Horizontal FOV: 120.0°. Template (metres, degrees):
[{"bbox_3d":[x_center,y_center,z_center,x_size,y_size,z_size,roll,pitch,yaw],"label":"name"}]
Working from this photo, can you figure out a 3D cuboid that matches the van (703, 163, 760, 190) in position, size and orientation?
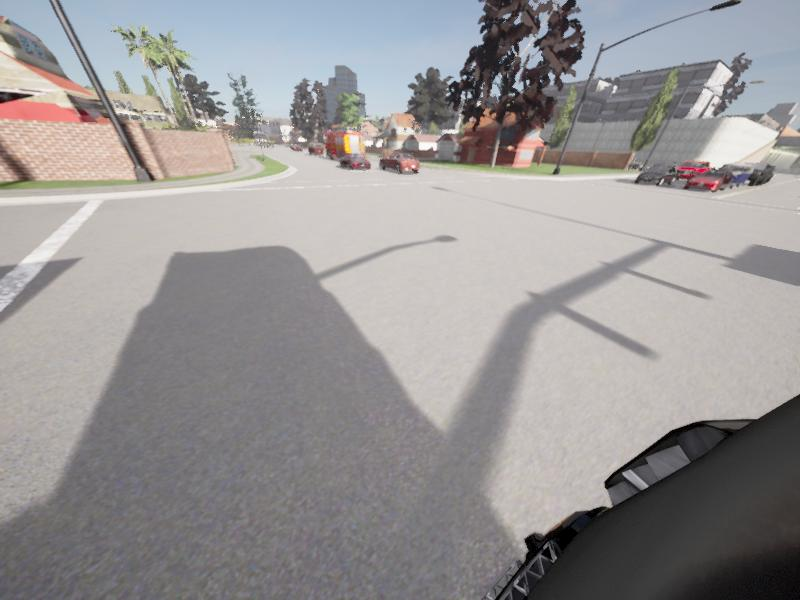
[{"bbox_3d":[31.370,-11.779,21.891,4.442,1.987,1.775,-16,38,-26],"label":"van"}]

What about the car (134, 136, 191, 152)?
[{"bbox_3d":[-32.772,-21.743,32.194,5.027,1.636,2.152,-17,39,-27],"label":"car"}]

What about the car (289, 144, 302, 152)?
[{"bbox_3d":[-25.715,-37.369,56.777,1.895,1.301,4.718,-17,38,-27],"label":"car"}]

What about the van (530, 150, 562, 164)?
[{"bbox_3d":[34.378,-33.933,54.641,1.988,2.561,5.915,-17,38,-26],"label":"van"}]

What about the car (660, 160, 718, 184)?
[{"bbox_3d":[31.637,-14.105,25.319,5.566,2.045,2.150,-16,38,-25],"label":"car"}]

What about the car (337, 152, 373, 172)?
[{"bbox_3d":[-4.496,-13.794,23.030,1.994,1.385,4.181,-17,39,-27],"label":"car"}]

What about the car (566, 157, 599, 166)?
[{"bbox_3d":[40.774,-31.047,51.799,2.033,1.411,5.357,-17,38,-26],"label":"car"}]

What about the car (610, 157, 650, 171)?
[{"bbox_3d":[42.842,-25.423,43.109,1.932,1.855,4.605,-17,39,-26],"label":"car"}]

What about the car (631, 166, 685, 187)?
[{"bbox_3d":[24.529,-11.836,21.955,4.892,1.490,1.837,-16,38,-26],"label":"car"}]

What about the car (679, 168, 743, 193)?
[{"bbox_3d":[26.087,-10.050,19.367,4.514,1.525,2.007,-16,38,-26],"label":"car"}]

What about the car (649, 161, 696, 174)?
[{"bbox_3d":[48.421,-23.642,41.163,2.128,1.511,4.902,-16,38,-26],"label":"car"}]

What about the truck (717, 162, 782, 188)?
[{"bbox_3d":[37.794,-13.641,24.999,6.274,2.098,2.390,-16,38,-25],"label":"truck"}]

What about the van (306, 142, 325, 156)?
[{"bbox_3d":[-15.852,-28.243,43.263,1.775,1.987,4.442,-19,39,-29],"label":"van"}]

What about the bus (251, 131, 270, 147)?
[{"bbox_3d":[-50.209,-57.953,83.219,3.944,4.253,10.273,-17,39,-27],"label":"bus"}]

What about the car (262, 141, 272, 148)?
[{"bbox_3d":[-41.250,-48.280,71.803,1.801,1.575,5.366,-17,39,-27],"label":"car"}]

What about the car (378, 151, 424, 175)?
[{"bbox_3d":[-0.067,-13.460,22.614,2.152,1.651,5.027,-17,39,-27],"label":"car"}]

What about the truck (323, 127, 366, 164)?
[{"bbox_3d":[-7.874,-21.707,32.401,2.891,3.827,8.468,-17,39,-27],"label":"truck"}]
